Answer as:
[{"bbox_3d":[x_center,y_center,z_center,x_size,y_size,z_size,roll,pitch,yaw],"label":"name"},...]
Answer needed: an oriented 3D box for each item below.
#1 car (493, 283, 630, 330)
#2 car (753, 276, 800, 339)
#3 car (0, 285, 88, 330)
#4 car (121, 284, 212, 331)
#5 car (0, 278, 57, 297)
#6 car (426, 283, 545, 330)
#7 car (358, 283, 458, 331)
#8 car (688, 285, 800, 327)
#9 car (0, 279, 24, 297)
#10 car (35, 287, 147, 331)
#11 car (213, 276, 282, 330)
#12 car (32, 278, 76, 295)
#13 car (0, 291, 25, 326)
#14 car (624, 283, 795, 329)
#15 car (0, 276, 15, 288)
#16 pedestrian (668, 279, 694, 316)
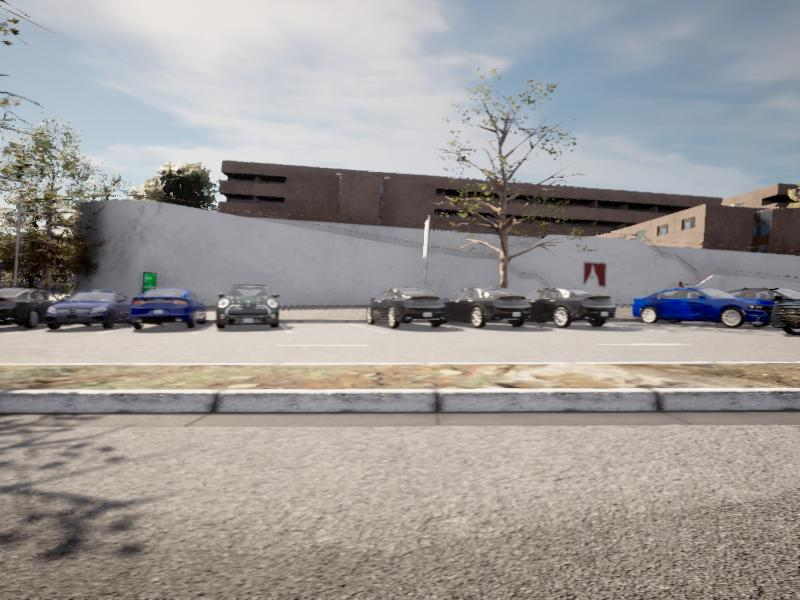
[{"bbox_3d":[5.995,0.238,15.684,2.231,1.521,4.892,0,-1,-21],"label":"car"},{"bbox_3d":[13.038,0.191,10.905,5.238,1.638,1.930,0,0,-2],"label":"car"},{"bbox_3d":[-14.682,0.307,15.717,2.231,1.521,4.892,0,-1,-18],"label":"car"},{"bbox_3d":[-8.775,0.279,15.572,2.097,1.535,5.008,0,-1,-19],"label":"car"},{"bbox_3d":[-48.232,-1.685,51.858,5.566,2.045,2.435,3,5,2],"label":"car"},{"bbox_3d":[3.037,0.243,15.607,2.231,1.521,4.892,0,-1,-21],"label":"car"},{"bbox_3d":[0.082,0.251,15.556,2.231,1.521,4.892,0,-1,-20],"label":"car"},{"bbox_3d":[14.864,0.235,16.050,2.097,1.535,5.008,1,-1,-22],"label":"car"},{"bbox_3d":[-49.226,-1.482,49.094,4.442,1.987,1.878,3,4,2],"label":"car"},{"bbox_3d":[-11.724,0.333,15.639,2.002,1.452,4.674,0,-1,-18],"label":"car"},{"bbox_3d":[-5.832,0.144,15.577,2.185,1.767,4.553,0,-1,-19],"label":"car"},{"bbox_3d":[-47.182,-1.835,54.633,4.442,1.987,1.878,3,5,2],"label":"car"},{"bbox_3d":[-17.645,0.352,15.868,2.163,1.488,4.792,0,-1,-17],"label":"car"},{"bbox_3d":[11.904,0.233,15.921,2.097,1.535,5.008,1,-1,-22],"label":"car"},{"bbox_3d":[-62.804,-2.876,61.747,4.553,1.767,2.185,1,4,0],"label":"car"},{"bbox_3d":[14.604,-0.123,20.841,0.751,1.860,0.751,4,0,8],"label":"pedestrian"}]
